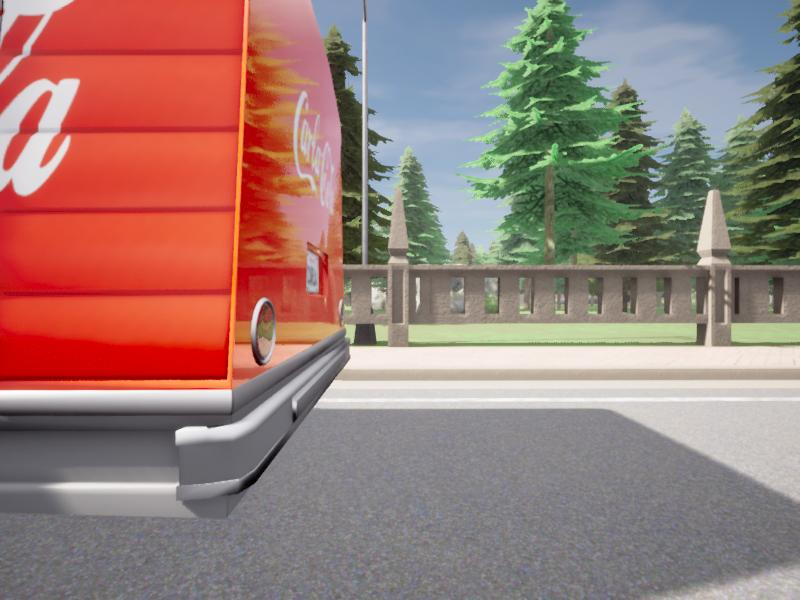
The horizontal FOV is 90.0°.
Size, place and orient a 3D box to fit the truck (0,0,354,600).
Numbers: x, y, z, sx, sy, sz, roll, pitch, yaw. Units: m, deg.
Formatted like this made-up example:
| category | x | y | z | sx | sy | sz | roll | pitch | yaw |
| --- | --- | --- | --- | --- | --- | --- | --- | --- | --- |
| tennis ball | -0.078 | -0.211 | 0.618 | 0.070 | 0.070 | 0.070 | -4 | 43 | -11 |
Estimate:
| category | x | y | z | sx | sy | sz | roll | pitch | yaw |
| --- | --- | --- | --- | --- | --- | --- | --- | --- | --- |
| truck | -2.993 | -0.247 | 2.167 | 5.204 | 2.467 | 2.627 | 0 | 0 | -1 |
